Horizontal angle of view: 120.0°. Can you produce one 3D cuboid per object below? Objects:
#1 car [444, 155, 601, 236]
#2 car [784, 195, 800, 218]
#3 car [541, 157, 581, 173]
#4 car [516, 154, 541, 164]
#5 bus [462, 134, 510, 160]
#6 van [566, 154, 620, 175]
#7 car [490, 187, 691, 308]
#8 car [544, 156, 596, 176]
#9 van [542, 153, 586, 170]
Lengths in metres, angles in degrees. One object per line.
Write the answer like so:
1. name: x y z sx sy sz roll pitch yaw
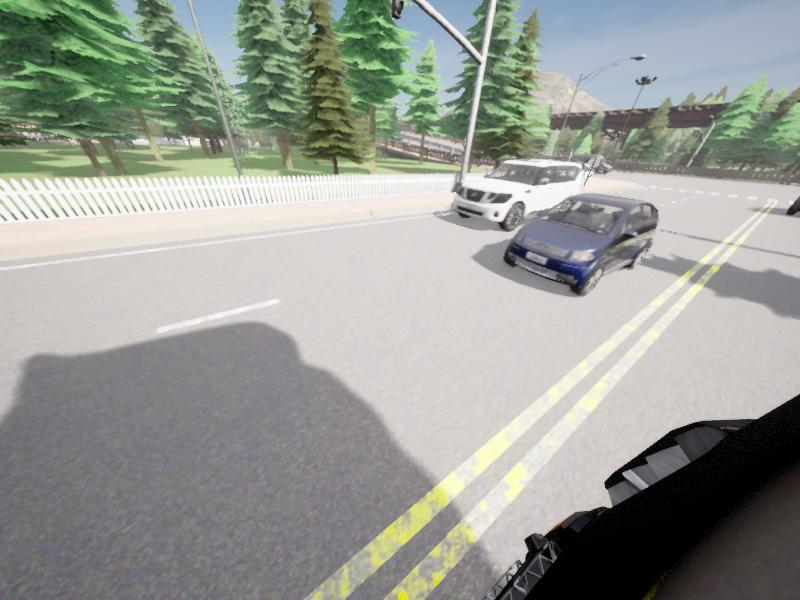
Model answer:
1. car: 4.619 -4.106 8.703 5.566 2.045 2.150 -18 39 -28
2. car: 23.472 -5.462 12.484 4.553 1.767 2.097 -18 39 -28
3. car: 26.339 -22.264 38.016 1.932 1.855 4.605 -19 39 -30
4. car: 31.793 -34.877 57.116 2.163 1.488 4.792 -19 43 -30
5. bus: 21.287 -38.553 58.120 3.944 4.253 10.273 -19 45 -29
6. van: 31.041 -22.015 37.421 1.988 2.561 5.915 -19 39 -30
7. car: 4.106 -1.437 5.073 3.705 1.549 1.789 -18 39 -28
8. car: 25.053 -20.012 34.367 2.150 2.045 5.566 -19 40 -30
9. van: 32.461 -27.580 46.007 2.351 2.431 6.366 -19 40 -30
